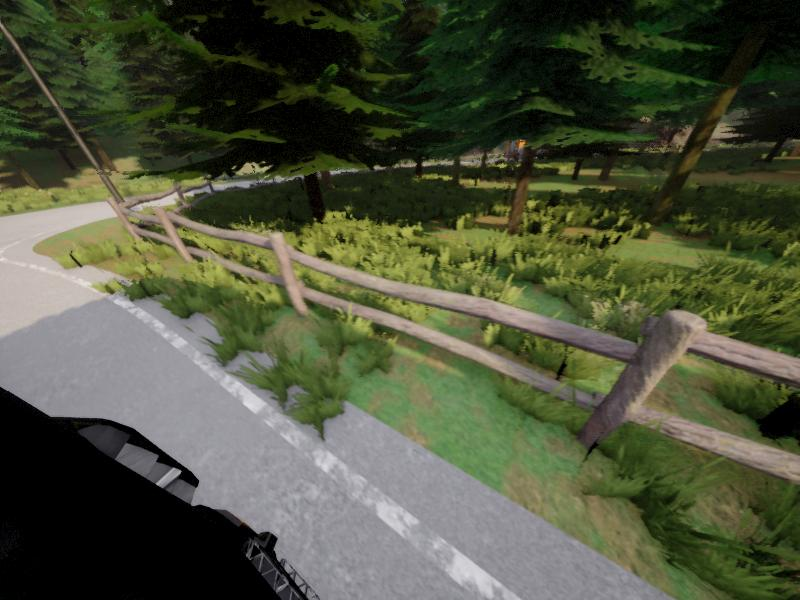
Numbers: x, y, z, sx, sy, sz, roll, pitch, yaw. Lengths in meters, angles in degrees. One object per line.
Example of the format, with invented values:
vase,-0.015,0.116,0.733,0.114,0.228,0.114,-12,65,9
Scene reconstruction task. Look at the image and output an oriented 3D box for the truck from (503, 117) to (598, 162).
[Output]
truck,17.222,-18.719,27.145,8.468,3.827,2.891,-5,34,-3
